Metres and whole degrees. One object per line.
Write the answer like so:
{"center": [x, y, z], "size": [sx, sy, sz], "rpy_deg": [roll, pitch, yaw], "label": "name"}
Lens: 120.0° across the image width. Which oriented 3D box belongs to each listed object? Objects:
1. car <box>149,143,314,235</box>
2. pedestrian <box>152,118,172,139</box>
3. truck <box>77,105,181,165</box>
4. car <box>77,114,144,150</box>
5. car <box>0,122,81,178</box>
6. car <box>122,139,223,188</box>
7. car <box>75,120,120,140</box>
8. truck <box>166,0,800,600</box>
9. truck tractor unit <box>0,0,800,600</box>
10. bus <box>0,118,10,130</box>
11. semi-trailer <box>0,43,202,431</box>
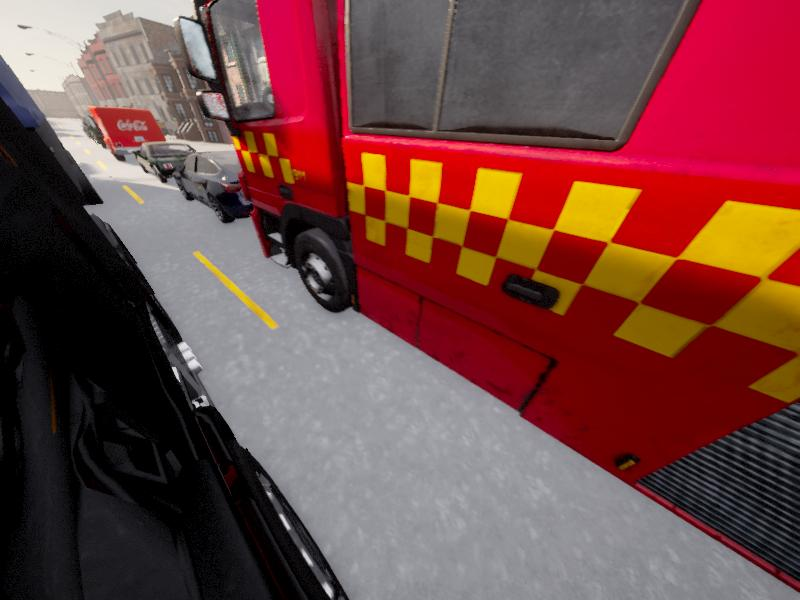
{"center": [-5.033, -3.573, 6.870], "size": [4.792, 1.488, 2.163], "rpy_deg": [28, 44, 30], "label": "car"}
{"center": [-26.566, -19.177, 25.820], "size": [0.751, 1.860, 0.751], "rpy_deg": [30, 45, 31], "label": "pedestrian"}
{"center": [-16.182, -9.931, 13.832], "size": [5.204, 2.467, 2.627], "rpy_deg": [28, 44, 30], "label": "truck"}
{"center": [-23.427, -13.625, 18.666], "size": [5.566, 2.045, 2.150], "rpy_deg": [28, 44, 29], "label": "car"}
{"center": [-16.731, -6.773, 10.245], "size": [4.611, 1.667, 2.242], "rpy_deg": [28, 44, 29], "label": "car"}
{"center": [-10.108, -6.199, 10.212], "size": [4.718, 1.301, 1.895], "rpy_deg": [28, 43, 29], "label": "car"}
{"center": [-31.243, -17.565, 23.866], "size": [4.514, 1.525, 2.007], "rpy_deg": [28, 44, 30], "label": "car"}
{"center": [1.829, -0.945, 1.838], "size": [8.468, 3.827, 2.891], "rpy_deg": [28, 43, 29], "label": "truck"}
{"center": [-2.645, -0.295, 0.351], "size": [6.516, 4.208, 3.053], "rpy_deg": [28, 44, 30], "label": "truck tractor unit"}
{"center": [-54.075, -21.459, 25.352], "size": [3.944, 4.253, 10.273], "rpy_deg": [20, 40, 22], "label": "bus"}
{"center": [-8.699, -3.604, 4.227], "size": [14.254, 4.402, 2.717], "rpy_deg": [28, 44, 30], "label": "semi-trailer"}
